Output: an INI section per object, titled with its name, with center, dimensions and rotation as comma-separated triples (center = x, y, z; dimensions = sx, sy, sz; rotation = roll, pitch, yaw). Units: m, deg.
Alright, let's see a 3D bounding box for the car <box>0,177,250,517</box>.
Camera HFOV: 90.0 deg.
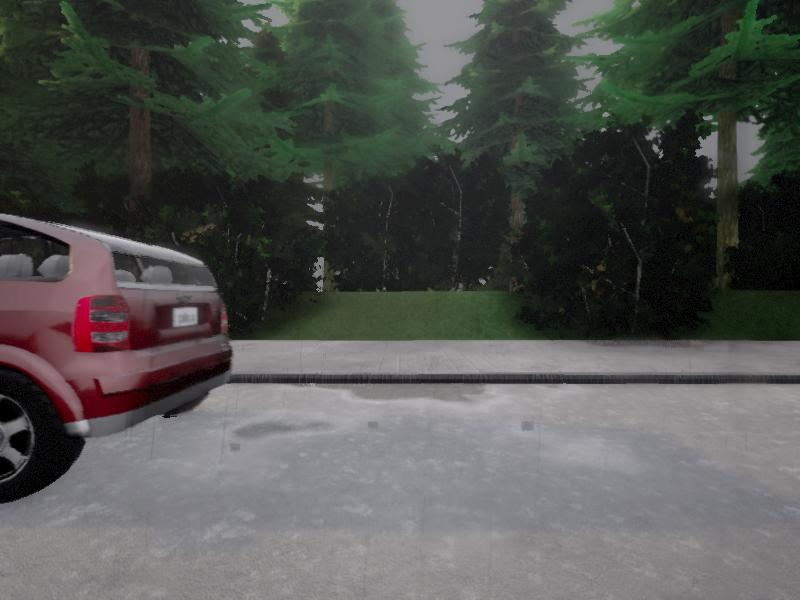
[car]
center = -3.211, 0.214, 2.733
dimensions = 3.705, 1.549, 1.789
rotation = 0, 0, 0
